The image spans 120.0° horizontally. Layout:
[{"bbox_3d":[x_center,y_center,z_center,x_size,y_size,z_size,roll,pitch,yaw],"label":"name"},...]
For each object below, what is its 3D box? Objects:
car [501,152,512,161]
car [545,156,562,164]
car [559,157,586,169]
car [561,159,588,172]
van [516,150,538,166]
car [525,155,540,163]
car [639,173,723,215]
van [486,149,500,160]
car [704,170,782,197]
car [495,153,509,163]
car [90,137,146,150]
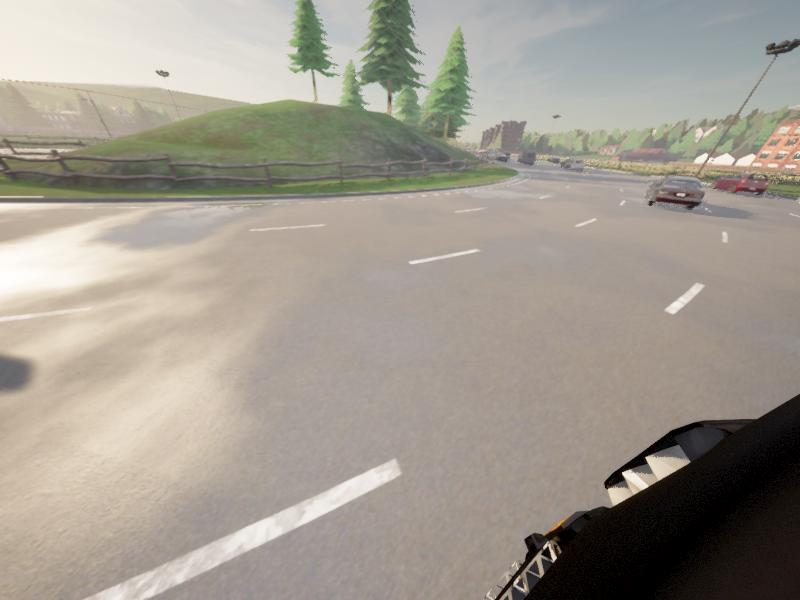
[{"bbox_3d":[30.077,-40.537,65.274,1.905,1.878,3.866,8,34,8],"label":"car"},{"bbox_3d":[39.277,-35.783,59.141,1.837,1.490,4.892,8,34,8],"label":"car"},{"bbox_3d":[32.145,-25.642,43.253,2.242,1.667,4.611,8,34,8],"label":"car"},{"bbox_3d":[26.882,-20.807,35.739,1.845,1.501,3.633,8,34,8],"label":"car"},{"bbox_3d":[26.150,-29.439,47.730,1.988,2.561,5.915,8,34,8],"label":"van"},{"bbox_3d":[37.007,-39.602,64.761,2.128,1.511,4.902,8,34,8],"label":"car"},{"bbox_3d":[15.538,-6.229,13.160,2.033,1.411,5.357,26,40,30],"label":"car"},{"bbox_3d":[27.054,-42.408,67.349,2.351,2.431,6.366,8,34,8],"label":"van"},{"bbox_3d":[28.180,-9.734,19.217,1.845,1.501,3.633,17,36,19],"label":"car"},{"bbox_3d":[24.207,-33.913,55.112,1.930,1.638,5.238,8,34,8],"label":"car"},{"bbox_3d":[-43.002,-24.031,35.481,2.038,1.542,4.974,8,34,7],"label":"car"}]
